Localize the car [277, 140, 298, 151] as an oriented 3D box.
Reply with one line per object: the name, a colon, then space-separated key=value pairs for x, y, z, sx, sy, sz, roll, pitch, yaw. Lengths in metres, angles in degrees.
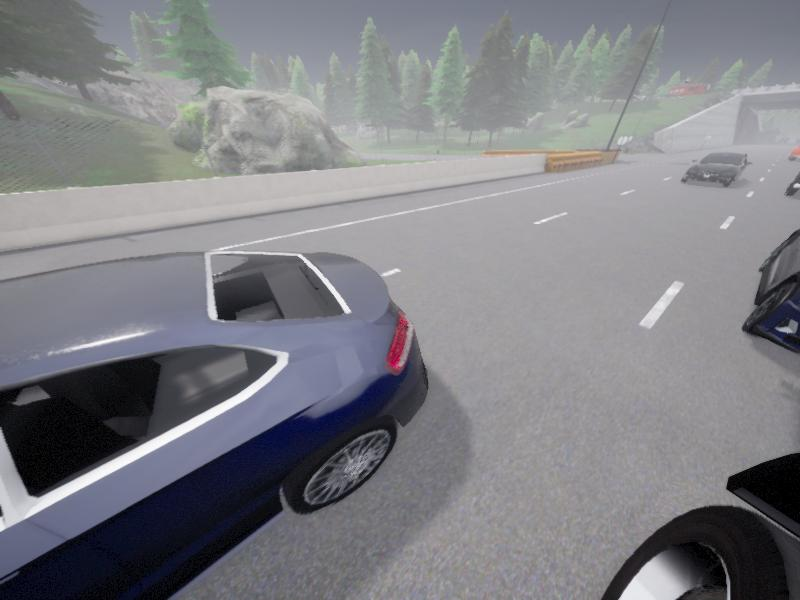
car: x=-21.975 y=-30.267 z=45.126 sx=2.038 sy=1.542 sz=4.974 roll=-25 pitch=43 yaw=-31

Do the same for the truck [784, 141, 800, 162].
truck: x=41.780 y=-15.300 z=23.068 sx=5.204 sy=2.467 sz=2.627 roll=-23 pitch=41 yaw=-28

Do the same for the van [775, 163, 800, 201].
van: x=18.596 y=-5.479 z=9.736 sx=4.480 sy=2.038 sz=2.069 roll=-22 pitch=41 yaw=-28

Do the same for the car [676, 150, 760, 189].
car: x=17.890 y=-7.444 z=12.995 sx=4.892 sy=1.490 sz=1.837 roll=-23 pitch=41 yaw=-28

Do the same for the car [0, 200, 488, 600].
car: x=-2.164 y=0.844 z=1.317 sx=5.027 sy=1.651 sz=2.152 roll=-23 pitch=41 yaw=-28

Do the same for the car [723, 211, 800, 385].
car: x=6.652 y=-0.343 z=2.920 sx=4.856 sy=1.649 sz=2.033 roll=-23 pitch=41 yaw=-28
